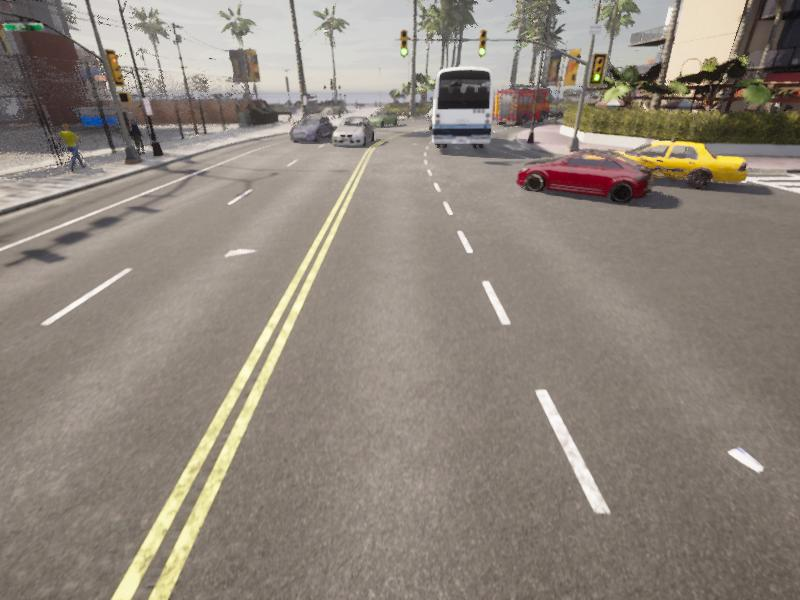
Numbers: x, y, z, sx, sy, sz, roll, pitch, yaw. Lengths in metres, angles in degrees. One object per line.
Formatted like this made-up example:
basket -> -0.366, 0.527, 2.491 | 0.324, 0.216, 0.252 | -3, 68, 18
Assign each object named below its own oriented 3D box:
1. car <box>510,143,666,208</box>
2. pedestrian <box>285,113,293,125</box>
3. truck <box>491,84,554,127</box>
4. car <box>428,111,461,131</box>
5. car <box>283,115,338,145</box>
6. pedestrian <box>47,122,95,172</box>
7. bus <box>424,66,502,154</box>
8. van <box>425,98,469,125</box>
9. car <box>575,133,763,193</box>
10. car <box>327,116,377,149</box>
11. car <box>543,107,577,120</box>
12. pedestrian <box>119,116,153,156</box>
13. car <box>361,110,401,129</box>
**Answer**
car -> 6.153, -4.274, 13.368 | 4.181, 1.385, 1.994 | 19, 33, 32
pedestrian -> -11.363, -18.579, 41.137 | 0.500, 1.100, 0.500 | 5, 28, 10
truck -> 13.584, -21.476, 44.032 | 2.891, 3.827, 8.468 | 21, 34, 36
car -> 4.242, -16.911, 37.787 | 1.970, 1.475, 3.806 | 12, 30, 22
car -> -6.253, -12.296, 28.722 | 2.033, 1.649, 4.856 | 4, 28, 9
pedestrian -> -13.606, -6.364, 16.611 | 0.751, 1.860, 0.751 | 0, 27, 1
bus -> 3.825, -12.425, 26.054 | 3.944, 4.253, 10.273 | 2, 27, 6
van -> 5.340, -21.311, 45.161 | 1.988, 2.561, 5.915 | 19, 33, 34
car -> 9.740, -5.270, 15.045 | 5.366, 1.575, 1.801 | 15, 31, 27
car -> -3.056, -11.247, 26.621 | 2.242, 1.667, 4.611 | 3, 27, 6
car -> 21.505, -25.144, 53.788 | 4.181, 1.385, 1.994 | -16, 31, -28
pedestrian -> -13.602, -8.452, 20.663 | 0.751, 1.860, 0.751 | -2, 27, -4
car -> -1.835, -18.478, 40.808 | 2.007, 1.525, 4.514 | 13, 30, 24
